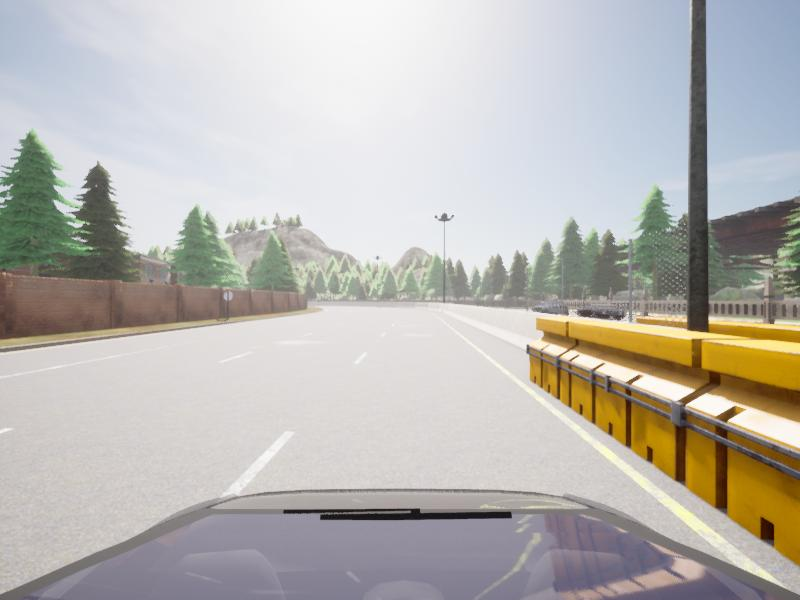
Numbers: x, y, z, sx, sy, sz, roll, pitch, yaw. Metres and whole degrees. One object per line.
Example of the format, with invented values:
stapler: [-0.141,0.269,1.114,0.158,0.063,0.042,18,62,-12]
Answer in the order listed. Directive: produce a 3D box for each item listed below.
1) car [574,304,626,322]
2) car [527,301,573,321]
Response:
car: [15.541,0.948,31.371,1.895,1.301,4.718,0,0,2]
car: [12.087,0.839,32.619,2.128,1.511,4.902,0,0,2]
